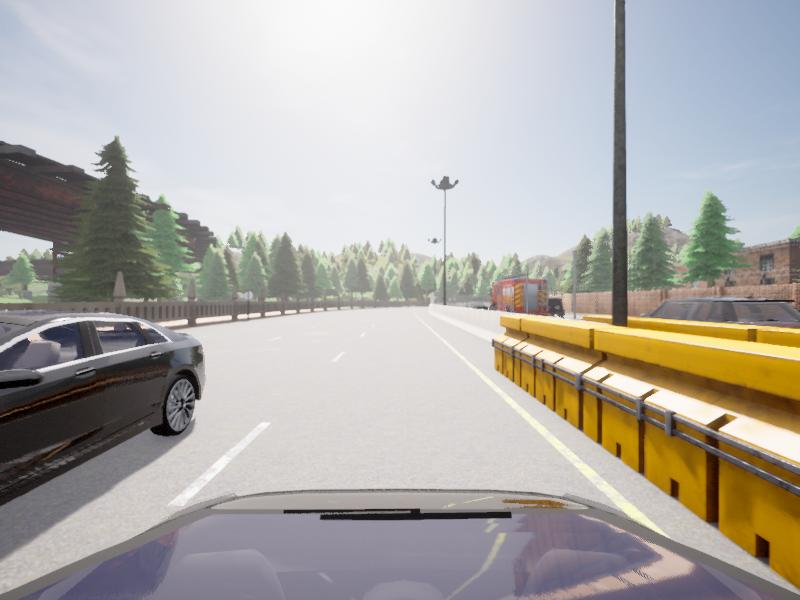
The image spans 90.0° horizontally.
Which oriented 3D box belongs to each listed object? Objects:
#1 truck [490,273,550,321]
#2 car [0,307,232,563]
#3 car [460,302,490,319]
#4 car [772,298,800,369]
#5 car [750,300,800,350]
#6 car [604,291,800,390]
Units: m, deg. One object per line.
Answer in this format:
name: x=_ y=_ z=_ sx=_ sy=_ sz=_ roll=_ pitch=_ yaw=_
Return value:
truck: x=10.510 y=-0.226 z=36.143 sx=2.891 sy=3.827 sz=8.468 roll=0 pitch=0 yaw=0
car: x=-3.500 y=0.847 z=3.364 sx=2.128 sy=1.511 sz=4.902 roll=0 pitch=0 yaw=0
car: x=7.005 y=0.922 z=37.949 sx=1.882 sy=1.535 sz=5.008 roll=0 pitch=0 yaw=0
car: x=10.499 y=0.779 z=7.780 sx=2.242 sy=1.667 sz=4.611 roll=0 pitch=0 yaw=0
car: x=14.001 y=0.811 z=12.430 sx=2.033 sy=1.649 sz=4.856 roll=0 pitch=0 yaw=0
car: x=7.001 y=0.721 z=9.369 sx=2.097 sy=1.767 sz=4.553 roll=0 pitch=0 yaw=0
